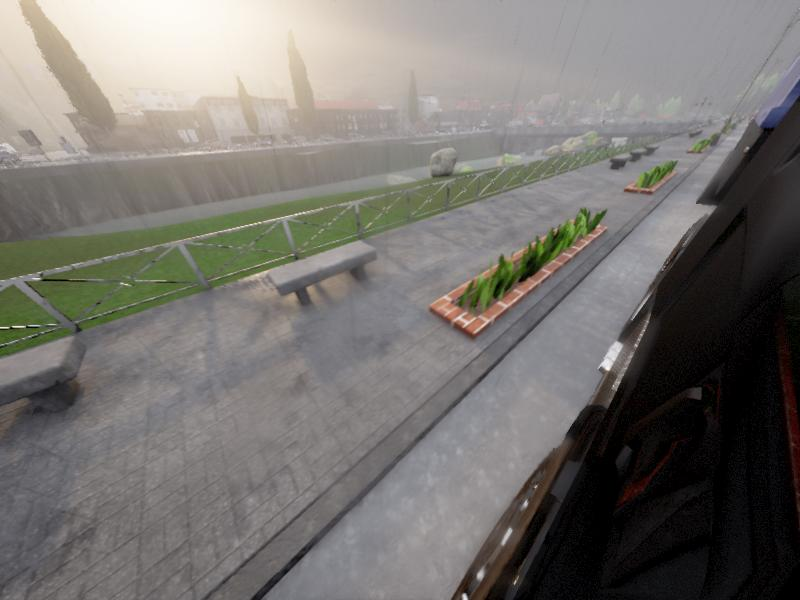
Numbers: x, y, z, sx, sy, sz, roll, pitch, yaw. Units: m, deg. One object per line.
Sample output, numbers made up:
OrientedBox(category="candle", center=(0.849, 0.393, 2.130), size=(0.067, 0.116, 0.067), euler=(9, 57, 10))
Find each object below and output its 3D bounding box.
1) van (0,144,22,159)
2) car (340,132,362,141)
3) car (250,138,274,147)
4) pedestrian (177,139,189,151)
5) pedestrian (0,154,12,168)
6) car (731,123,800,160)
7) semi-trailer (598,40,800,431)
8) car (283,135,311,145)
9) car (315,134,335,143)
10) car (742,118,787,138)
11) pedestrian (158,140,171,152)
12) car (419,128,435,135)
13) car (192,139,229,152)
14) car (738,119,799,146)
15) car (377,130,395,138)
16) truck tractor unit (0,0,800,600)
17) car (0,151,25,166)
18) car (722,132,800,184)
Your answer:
OrientedBox(category="van", center=(-85.655, -32.180, 49.935), size=(1.988, 2.561, 5.915), euler=(-28, 44, -30))
OrientedBox(category="car", center=(-12.620, -42.427, 59.881), size=(5.238, 1.638, 1.930), euler=(-28, 44, -30))
OrientedBox(category="car", center=(-29.330, -33.439, 49.027), size=(3.806, 1.475, 1.970), euler=(-28, 44, -30))
OrientedBox(category="pedestrian", center=(-40.897, -29.237, 43.586), size=(0.751, 1.860, 0.751), euler=(25, 45, 32))
OrientedBox(category="pedestrian", center=(-46.299, -16.273, 26.570), size=(0.751, 1.860, 0.751), euler=(26, 45, 33))
OrientedBox(category="car", center=(21.844, -9.431, 13.640), size=(4.514, 1.525, 2.007), euler=(-28, 44, -30))
OrientedBox(category="semi-trailer", center=(8.695, -3.603, 4.239), size=(14.254, 4.402, 2.717), euler=(-28, 44, -30))
OrientedBox(category="car", center=(-23.418, -36.664, 52.838), size=(5.238, 1.638, 1.930), euler=(-28, 44, -30))
OrientedBox(category="car", center=(-18.242, -39.359, 56.261), size=(3.806, 1.475, 1.970), euler=(-28, 43, -30))
OrientedBox(category="car", center=(36.960, -17.475, 23.511), size=(4.193, 1.474, 1.816), euler=(-28, 44, -30))
OrientedBox(category="pedestrian", center=(-43.505, -28.426, 42.664), size=(0.751, 1.860, 0.751), euler=(-12, 38, -12))
OrientedBox(category="car", center=(8.664, -53.749, 73.799), size=(5.008, 1.535, 1.882), euler=(-28, 44, -30))
OrientedBox(category="car", center=(-36.358, -29.745, 44.398), size=(5.027, 1.651, 2.152), euler=(-28, 44, -30))
OrientedBox(category="car", center=(29.781, -13.665, 18.815), size=(4.514, 1.525, 2.007), euler=(-28, 44, -30))
OrientedBox(category="car", center=(-4.011, -47.027, 65.498), size=(4.856, 1.649, 2.033), euler=(-28, 44, -30))
OrientedBox(category="truck tractor unit", center=(2.645, -0.295, 0.351), size=(6.516, 4.208, 3.053), euler=(-28, 44, -30))
OrientedBox(category="car", center=(-55.552, -19.019, 31.228), size=(2.033, 1.649, 4.856), euler=(24, 44, 32))
OrientedBox(category="car", center=(15.674, -6.074, 9.665), size=(4.181, 1.385, 1.994), euler=(-28, 44, -30))
